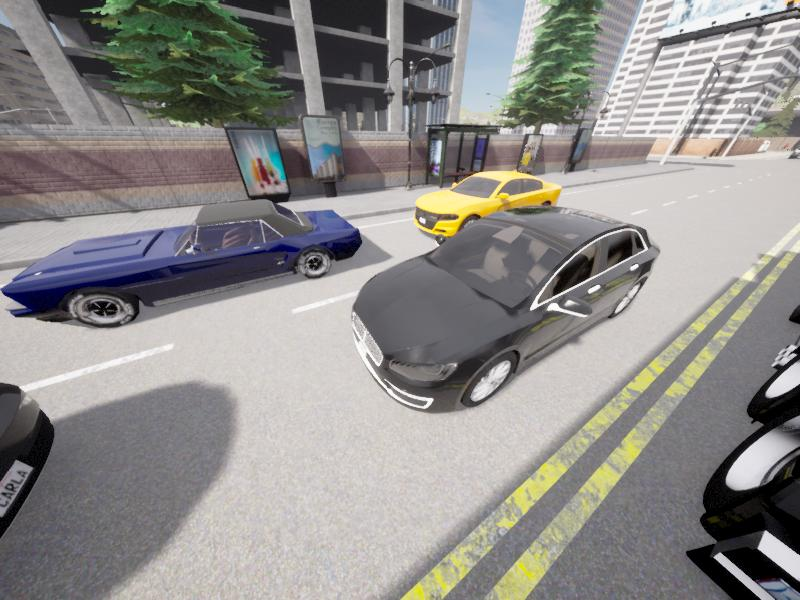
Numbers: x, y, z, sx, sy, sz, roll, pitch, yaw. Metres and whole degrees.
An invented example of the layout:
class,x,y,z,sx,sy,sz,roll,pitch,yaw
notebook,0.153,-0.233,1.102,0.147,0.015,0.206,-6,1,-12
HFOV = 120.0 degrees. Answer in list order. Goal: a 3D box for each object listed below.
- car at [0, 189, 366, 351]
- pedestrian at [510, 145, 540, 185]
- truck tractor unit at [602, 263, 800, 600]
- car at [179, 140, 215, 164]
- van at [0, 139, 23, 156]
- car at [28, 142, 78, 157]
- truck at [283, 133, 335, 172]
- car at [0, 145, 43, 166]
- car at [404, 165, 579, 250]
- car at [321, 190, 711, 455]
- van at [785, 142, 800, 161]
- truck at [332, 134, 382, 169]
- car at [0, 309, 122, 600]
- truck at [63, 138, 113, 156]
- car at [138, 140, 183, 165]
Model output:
class,x,y,z,sx,sy,sz,roll,pitch,yaw
car,-3.233,-1.005,4.282,4.718,1.301,1.895,-18,39,-24
pedestrian,6.992,-7.594,13.014,0.751,1.860,0.751,-6,35,-10
truck tractor unit,5.108,-0.303,0.783,6.516,4.208,3.053,-18,39,-24
car,-21.173,-15.625,24.287,1.905,1.878,3.866,-18,39,-24
van,-58.494,-22.143,33.517,1.775,1.987,4.442,-18,39,-25
car,-50.611,-22.123,33.867,2.152,1.651,5.027,-18,39,-25
truck,-7.734,-12.548,19.513,2.615,2.467,5.204,-18,39,-24
car,-38.446,-14.154,22.590,1.882,1.535,5.008,-18,39,-25
car,2.771,-3.063,7.069,5.008,1.535,1.882,-18,39,-24
car,1.721,-0.393,3.266,4.892,1.490,1.837,-18,39,-24
van,61.183,-22.549,34.589,5.915,2.561,1.988,-19,39,-24
truck,-4.004,-13.770,21.295,2.615,2.467,5.204,-18,39,-24
car,-4.522,1.646,0.293,4.892,1.490,1.837,-18,39,-25
truck,-48.044,-23.765,35.828,2.390,2.098,6.274,-18,39,-25
car,-23.718,-14.791,23.071,1.905,1.878,3.866,-18,39,-24
